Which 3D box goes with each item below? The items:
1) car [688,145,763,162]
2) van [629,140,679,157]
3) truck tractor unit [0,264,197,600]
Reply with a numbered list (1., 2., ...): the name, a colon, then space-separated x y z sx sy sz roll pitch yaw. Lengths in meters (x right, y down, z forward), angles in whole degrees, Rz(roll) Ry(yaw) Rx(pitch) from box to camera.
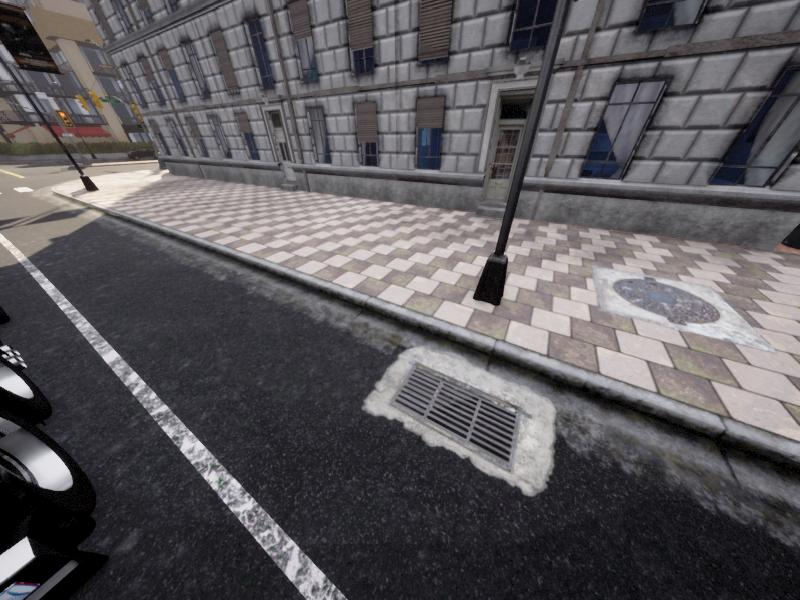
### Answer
1. car: 38.857 -17.653 27.728 2.128 1.511 4.902 -23 41 -29
2. van: 37.794 -22.673 34.529 4.442 1.987 1.775 22 41 29
3. truck tractor unit: -5.111 -0.300 0.778 6.516 4.208 3.053 18 39 24
